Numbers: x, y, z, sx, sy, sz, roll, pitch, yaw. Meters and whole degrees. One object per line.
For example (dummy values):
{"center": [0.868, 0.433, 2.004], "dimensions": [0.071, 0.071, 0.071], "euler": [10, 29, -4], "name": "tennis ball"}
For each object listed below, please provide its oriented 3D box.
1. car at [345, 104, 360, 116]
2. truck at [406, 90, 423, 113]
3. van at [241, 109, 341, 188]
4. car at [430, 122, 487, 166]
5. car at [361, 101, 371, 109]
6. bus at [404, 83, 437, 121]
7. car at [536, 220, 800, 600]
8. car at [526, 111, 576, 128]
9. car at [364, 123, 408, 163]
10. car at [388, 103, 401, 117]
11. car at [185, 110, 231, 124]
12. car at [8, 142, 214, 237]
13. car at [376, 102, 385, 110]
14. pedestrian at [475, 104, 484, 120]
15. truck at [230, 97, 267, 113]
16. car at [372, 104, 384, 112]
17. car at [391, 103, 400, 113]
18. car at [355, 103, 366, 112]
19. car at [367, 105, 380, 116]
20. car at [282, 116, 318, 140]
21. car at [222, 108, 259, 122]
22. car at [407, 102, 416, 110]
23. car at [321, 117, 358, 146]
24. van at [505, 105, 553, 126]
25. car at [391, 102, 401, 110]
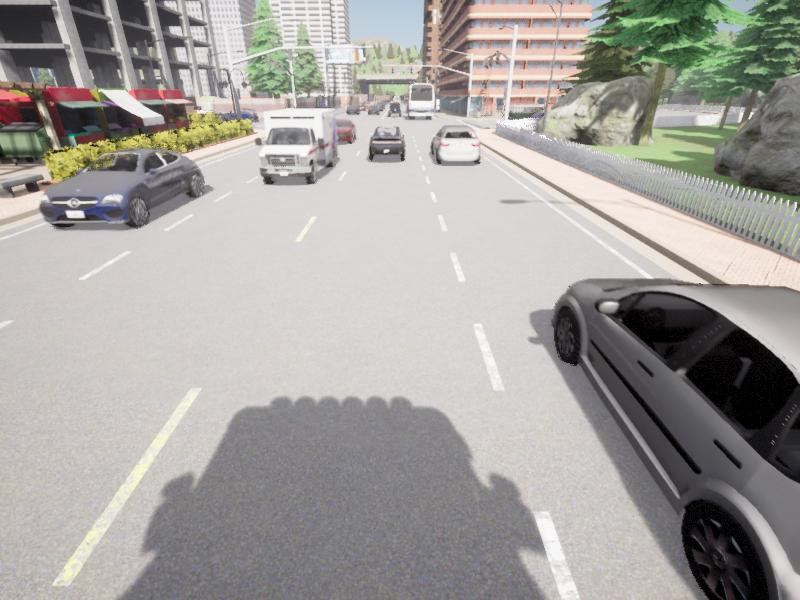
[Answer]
{"center": [-7.807, -31.582, 66.463], "dimensions": [1.882, 1.535, 5.008], "euler": [0, 27, 0], "name": "car"}
{"center": [2.667, -37.452, 75.373], "dimensions": [2.891, 3.827, 8.468], "euler": [0, 27, 0], "name": "truck"}
{"center": [-4.151, -6.583, 16.793], "dimensions": [2.351, 2.431, 6.366], "euler": [0, 27, 0], "name": "van"}
{"center": [2.839, -8.199, 20.764], "dimensions": [2.242, 1.667, 4.611], "euler": [0, 27, 0], "name": "car"}
{"center": [-7.895, -45.690, 93.673], "dimensions": [2.097, 1.767, 4.553], "euler": [0, 27, 0], "name": "car"}
{"center": [2.602, -27.276, 55.059], "dimensions": [3.944, 4.253, 10.273], "euler": [0, 27, 0], "name": "bus"}
{"center": [2.897, 0.626, 3.641], "dimensions": [1.851, 1.617, 3.988], "euler": [0, 27, 0], "name": "car"}
{"center": [15.295, -18.318, 40.547], "dimensions": [4.193, 1.474, 1.816], "euler": [-5, 28, -10], "name": "car"}
{"center": [-0.664, -8.626, 21.774], "dimensions": [2.128, 1.511, 4.902], "euler": [0, 27, 0], "name": "car"}
{"center": [-0.792, -29.541, 62.106], "dimensions": [1.905, 1.878, 3.866], "euler": [0, 27, 0], "name": "car"}
{"center": [-21.916, -20.914, 45.772], "dimensions": [4.181, 1.385, 1.994], "euler": [0, 27, 0], "name": "car"}
{"center": [-7.631, -3.407, 11.495], "dimensions": [2.152, 1.651, 5.027], "euler": [0, 27, 0], "name": "car"}
{"center": [-4.390, -44.887, 92.407], "dimensions": [1.837, 1.490, 4.892], "euler": [0, 27, 0], "name": "car"}
{"center": [10.272, -24.433, 51.989], "dimensions": [0.751, 1.860, 0.751], "euler": [-5, 28, -10], "name": "pedestrian"}
{"center": [-26.613, -34.372, 70.557], "dimensions": [5.204, 2.467, 2.615], "euler": [0, 27, 0], "name": "truck"}
{"center": [-4.350, -38.069, 79.236], "dimensions": [2.033, 1.411, 5.357], "euler": [0, 27, 0], "name": "car"}
{"center": [-0.843, -37.320, 77.629], "dimensions": [1.801, 1.575, 5.366], "euler": [0, 27, 0], "name": "car"}
{"center": [-7.853, -38.501, 79.949], "dimensions": [1.851, 1.617, 3.988], "euler": [0, 27, 0], "name": "car"}
{"center": [-4.303, -30.961, 65.284], "dimensions": [1.837, 1.490, 4.892], "euler": [0, 27, 0], "name": "car"}
{"center": [-7.695, -13.504, 31.263], "dimensions": [1.845, 1.501, 3.633], "euler": [0, 27, 0], "name": "car"}
{"center": [-19.441, -22.607, 48.866], "dimensions": [3.705, 1.549, 1.789], "euler": [0, 27, -1], "name": "car"}
{"center": [2.617, -43.726, 90.204], "dimensions": [1.812, 1.442, 4.674], "euler": [0, 27, 0], "name": "car"}
{"center": [-4.186, -12.030, 28.377], "dimensions": [1.882, 1.535, 5.008], "euler": [0, 27, 0], "name": "car"}
{"center": [13.925, -20.063, 43.389], "dimensions": [4.442, 1.987, 1.775], "euler": [-5, 28, -9], "name": "van"}
{"center": [-0.885, -44.172, 90.920], "dimensions": [2.038, 1.542, 4.974], "euler": [0, 27, 0], "name": "car"}
